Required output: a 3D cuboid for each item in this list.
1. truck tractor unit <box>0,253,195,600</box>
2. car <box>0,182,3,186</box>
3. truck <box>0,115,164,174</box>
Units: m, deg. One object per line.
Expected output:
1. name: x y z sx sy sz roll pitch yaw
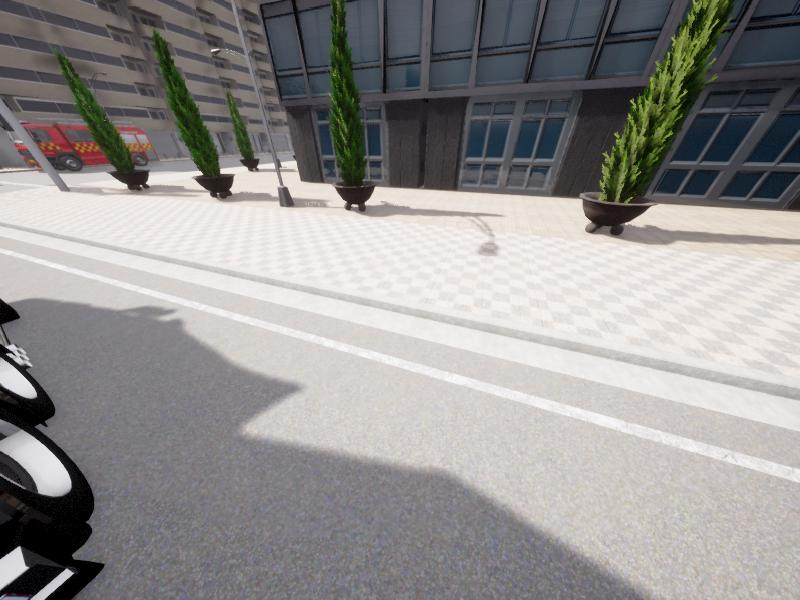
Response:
1. truck tractor unit: -5.092 -0.320 0.809 6.516 4.208 3.053 19 39 25
2. car: -26.303 -7.010 12.906 1.970 1.475 3.806 19 40 26
3. truck: -29.171 -14.667 21.854 2.891 3.827 8.468 11 36 16
